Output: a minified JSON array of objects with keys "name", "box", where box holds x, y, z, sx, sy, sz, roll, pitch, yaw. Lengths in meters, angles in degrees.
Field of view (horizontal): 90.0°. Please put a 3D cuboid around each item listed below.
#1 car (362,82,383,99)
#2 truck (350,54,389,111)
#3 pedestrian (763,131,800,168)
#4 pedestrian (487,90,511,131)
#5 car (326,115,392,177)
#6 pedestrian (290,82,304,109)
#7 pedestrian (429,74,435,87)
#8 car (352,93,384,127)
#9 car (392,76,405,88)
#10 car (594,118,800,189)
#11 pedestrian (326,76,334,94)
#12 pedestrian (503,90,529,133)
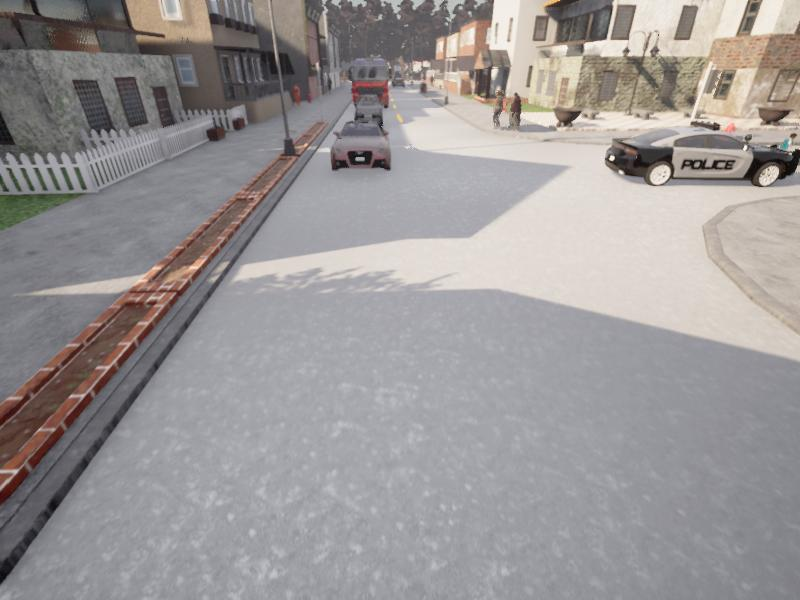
[{"name":"car","box":[-3.033,-23.557,44.858,2.163,1.488,4.792,-1,30,-2]},{"name":"truck","box":[-2.489,-18.756,34.317,2.891,3.827,8.468,-1,30,-2]},{"name":"pedestrian","box":[13.229,-5.207,13.821,0.500,1.100,0.500,5,31,8]},{"name":"pedestrian","box":[5.117,-9.882,20.826,0.751,1.860,0.751,-8,31,-13]},{"name":"car","box":[-1.346,-5.599,14.237,1.994,1.385,4.181,-1,30,-2]},{"name":"pedestrian","box":[-8.137,-16.173,31.577,0.751,1.860,0.751,-1,30,-3]},{"name":"pedestrian","box":[5.198,-35.890,65.357,0.751,1.860,0.751,-2,30,-4]},{"name":"car","box":[-1.909,-11.719,24.521,1.789,1.549,3.705,-1,31,-3]},{"name":"car","box":[-0.279,-36.855,67.577,2.038,1.542,4.974,-1,30,-2]},{"name":"car","box":[9.050,-4.444,12.016,5.238,1.638,1.930,1,30,2]},{"name":"pedestrian","box":[-8.391,-25.683,47.854,0.751,1.860,0.751,0,30,0]},{"name":"pedestrian","box":[5.820,-9.491,20.158,0.751,1.860,0.751,22,37,32]}]
